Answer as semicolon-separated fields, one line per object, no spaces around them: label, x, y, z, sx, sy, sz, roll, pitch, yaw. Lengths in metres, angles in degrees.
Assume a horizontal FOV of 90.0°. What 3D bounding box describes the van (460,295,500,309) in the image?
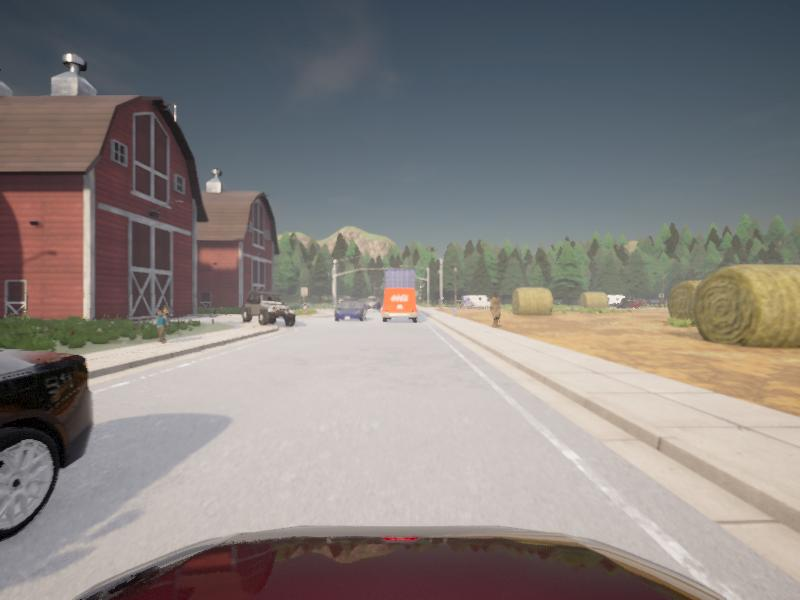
van;13.710;0.385;69.012;6.366;2.431;2.351;0;0;1

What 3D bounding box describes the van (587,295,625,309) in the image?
van;37.104;0.329;72.096;5.915;2.561;1.988;0;0;1

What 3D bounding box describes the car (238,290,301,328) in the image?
car;-7.665;0.481;23.306;1.905;1.878;3.866;8;-3;-42

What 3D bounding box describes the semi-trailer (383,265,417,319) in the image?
semi-trailer;0.004;-0.627;39.517;2.717;4.402;14.254;0;0;0

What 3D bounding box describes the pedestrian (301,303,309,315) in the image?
pedestrian;-8.611;0.838;36.298;0.500;1.100;0.500;0;0;-41

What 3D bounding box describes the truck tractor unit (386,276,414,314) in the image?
truck tractor unit;-0.005;-0.537;47.428;3.053;4.208;6.516;0;1;0

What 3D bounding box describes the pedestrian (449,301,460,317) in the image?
pedestrian;4.709;0.755;34.572;0.751;1.300;0.751;0;0;26

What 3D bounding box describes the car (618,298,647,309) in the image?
car;39.825;0.655;68.543;3.866;1.878;1.905;0;0;1

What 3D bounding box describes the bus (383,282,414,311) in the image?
bus;-0.437;-0.546;64.012;3.944;4.253;10.273;1;0;-6

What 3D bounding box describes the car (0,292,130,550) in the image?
car;-3.503;0.771;1.145;1.930;1.638;5.238;0;0;0

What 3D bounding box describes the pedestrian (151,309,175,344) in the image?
pedestrian;-7.820;0.861;13.201;0.500;1.100;0.500;0;0;-2

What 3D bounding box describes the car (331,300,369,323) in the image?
car;-3.489;0.784;28.983;2.163;1.488;4.792;1;0;0

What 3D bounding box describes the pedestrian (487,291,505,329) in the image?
pedestrian;4.754;0.479;19.828;0.751;1.860;0.751;0;0;1

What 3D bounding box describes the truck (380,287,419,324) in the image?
truck;0.002;0.349;29.663;2.627;2.467;5.204;0;1;0
